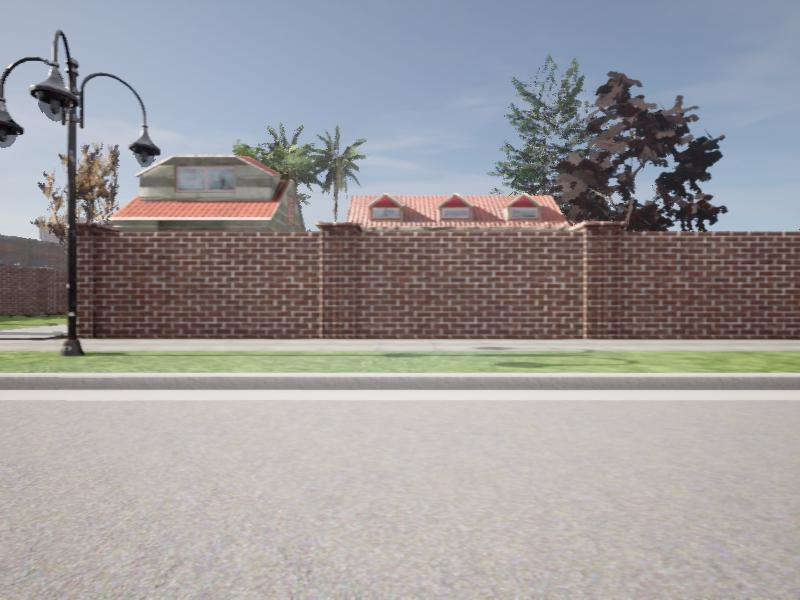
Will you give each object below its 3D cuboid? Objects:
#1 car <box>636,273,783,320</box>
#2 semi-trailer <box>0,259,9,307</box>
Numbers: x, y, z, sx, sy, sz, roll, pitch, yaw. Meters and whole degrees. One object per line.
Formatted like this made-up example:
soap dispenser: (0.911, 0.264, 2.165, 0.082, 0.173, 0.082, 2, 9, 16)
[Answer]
car: (12.306, -0.127, 16.496, 2.152, 1.636, 5.027, 0, 0, 0)
semi-trailer: (-38.498, -1.465, 30.558, 2.717, 4.402, 14.254, 0, 1, 3)
